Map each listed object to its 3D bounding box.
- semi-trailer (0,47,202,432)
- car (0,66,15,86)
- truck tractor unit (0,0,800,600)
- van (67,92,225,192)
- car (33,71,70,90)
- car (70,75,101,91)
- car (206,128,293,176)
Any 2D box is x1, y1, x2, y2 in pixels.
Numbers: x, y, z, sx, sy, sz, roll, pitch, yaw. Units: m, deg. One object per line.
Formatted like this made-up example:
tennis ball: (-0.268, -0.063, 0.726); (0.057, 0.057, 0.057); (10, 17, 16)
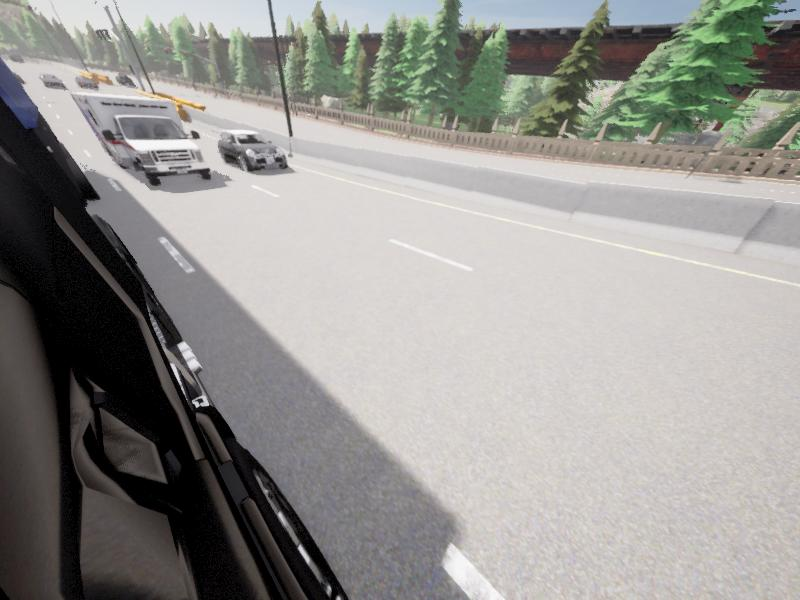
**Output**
semi-trailer: (-8.692, -3.664, 4.150); (14.254, 4.402, 2.717); (29, 45, 29)
car: (-50.162, -26.743, 27.145); (2.097, 1.767, 4.553); (26, 44, 19)
truck tractor unit: (-2.645, -0.295, 0.352); (6.516, 4.208, 3.053); (28, 44, 30)
van: (-10.117, -6.470, 9.201); (6.366, 2.431, 2.351); (29, 44, 28)
car: (-47.627, -29.953, 31.559); (5.357, 1.411, 2.033); (33, 47, 26)
car: (-47.871, -33.124, 35.191); (4.181, 1.385, 1.994); (33, 46, 26)
car: (-7.383, -7.405, 11.399); (3.806, 1.475, 1.970); (30, 45, 28)
